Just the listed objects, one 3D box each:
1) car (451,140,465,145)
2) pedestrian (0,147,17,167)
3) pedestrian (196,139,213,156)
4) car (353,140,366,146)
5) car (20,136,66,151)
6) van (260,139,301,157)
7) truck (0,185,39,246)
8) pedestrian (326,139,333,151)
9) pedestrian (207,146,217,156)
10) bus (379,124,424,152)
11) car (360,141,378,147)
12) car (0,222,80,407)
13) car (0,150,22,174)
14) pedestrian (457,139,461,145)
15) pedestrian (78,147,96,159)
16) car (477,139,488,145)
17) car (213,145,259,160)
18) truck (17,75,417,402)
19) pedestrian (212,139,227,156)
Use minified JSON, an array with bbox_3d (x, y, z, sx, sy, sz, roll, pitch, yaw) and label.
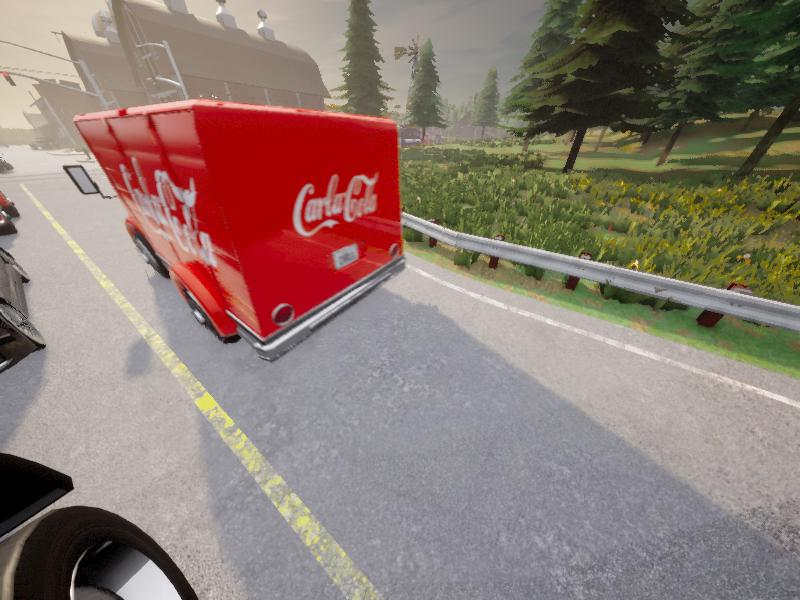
[{"bbox_3d":[22.810,-62.005,90.867,5.008,1.535,1.882,22,41,28],"label":"car"},{"bbox_3d":[-34.072,-12.339,19.548,0.751,1.860,0.751,17,38,22],"label":"pedestrian"},{"bbox_3d":[-25.126,-19.608,29.717,0.751,1.860,0.751,16,38,21],"label":"pedestrian"},{"bbox_3d":[-13.452,-52.058,76.526,1.816,1.474,4.193,22,40,27],"label":"car"},{"bbox_3d":[-65.231,-28.690,42.291,3.866,1.878,1.905,-6,41,-6],"label":"car"},{"bbox_3d":[-17.003,-21.833,33.085,2.069,2.038,4.480,22,41,28],"label":"van"},{"bbox_3d":[-12.587,-2.885,5.777,5.204,2.467,2.627,22,40,27],"label":"truck"},{"bbox_3d":[-13.149,-28.978,43.112,0.751,1.860,0.751,21,40,27],"label":"pedestrian"},{"bbox_3d":[-24.423,-19.395,30.079,0.500,1.100,0.500,19,39,24],"label":"pedestrian"},{"bbox_3d":[0.583,-33.738,48.200,3.944,4.253,10.273,22,41,28],"label":"bus"},{"bbox_3d":[-8.938,-44.681,66.095,4.902,1.511,2.128,21,40,27],"label":"car"},{"bbox_3d":[-6.375,-0.092,2.709,4.902,1.511,2.128,22,41,28],"label":"car"},{"bbox_3d":[-29.977,-9.175,15.573,1.994,1.385,4.181,4,35,5],"label":"car"},{"bbox_3d":[21.690,-58.481,85.266,0.751,1.860,0.751,-7,36,-10],"label":"pedestrian"},{"bbox_3d":[-33.743,-15.817,24.884,0.500,1.100,0.500,1,35,1],"label":"pedestrian"},{"bbox_3d":[30.935,-59.300,86.793,1.905,1.878,3.866,-5,36,-8],"label":"car"},{"bbox_3d":[-20.552,-18.655,29.130,1.994,1.385,4.181,22,41,28],"label":"car"},{"bbox_3d":[-2.688,-1.417,3.767,5.204,2.467,2.627,22,40,27],"label":"truck"},{"bbox_3d":[-23.956,-20.270,30.666,0.751,1.860,0.751,19,39,24],"label":"pedestrian"}]
